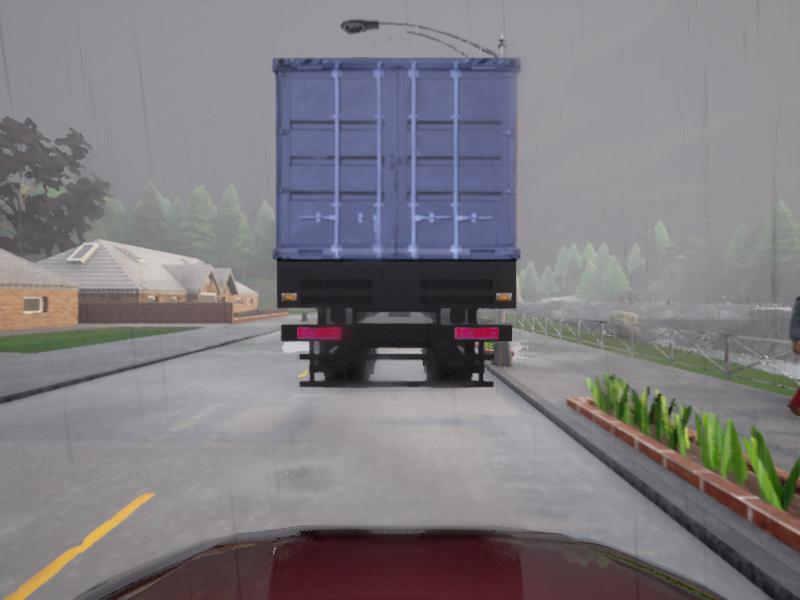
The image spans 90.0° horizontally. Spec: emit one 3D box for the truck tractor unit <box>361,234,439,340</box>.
[{"bbox_3d":[-0.009,-0.535,19.081,3.053,4.208,6.516,0,0,0],"label":"truck tractor unit"}]

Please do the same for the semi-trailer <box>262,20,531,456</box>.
[{"bbox_3d":[-0.020,-0.626,11.168,2.717,4.402,14.254,0,0,0],"label":"semi-trailer"}]

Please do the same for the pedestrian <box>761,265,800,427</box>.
[{"bbox_3d":[4.989,0.530,4.747,0.751,1.860,0.751,0,0,6],"label":"pedestrian"}]

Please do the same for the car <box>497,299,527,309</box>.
[{"bbox_3d":[19.407,0.702,69.314,4.611,1.667,2.242,0,0,0],"label":"car"}]
